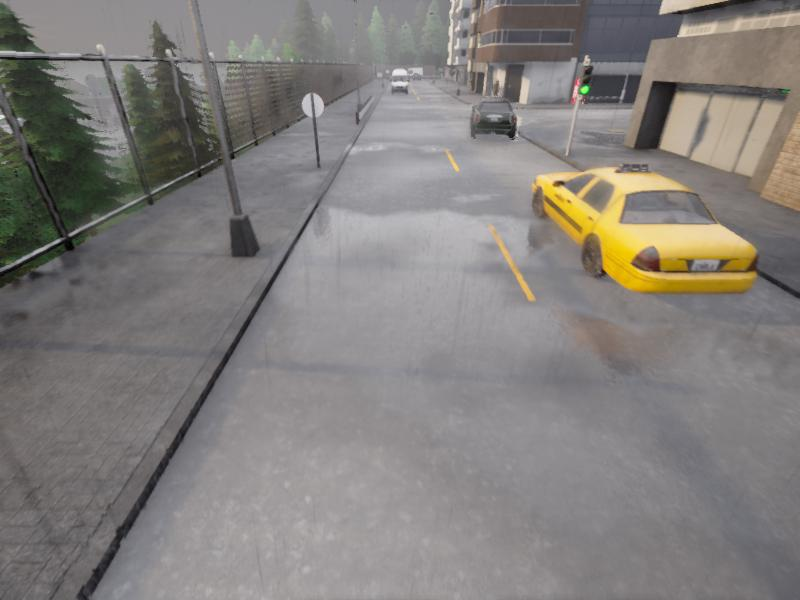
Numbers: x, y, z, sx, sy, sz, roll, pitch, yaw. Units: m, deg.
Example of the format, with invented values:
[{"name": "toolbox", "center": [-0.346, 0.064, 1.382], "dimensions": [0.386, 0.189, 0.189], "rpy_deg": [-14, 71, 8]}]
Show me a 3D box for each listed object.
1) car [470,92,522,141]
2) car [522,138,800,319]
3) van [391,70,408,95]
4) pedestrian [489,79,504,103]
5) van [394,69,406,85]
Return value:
[{"name": "car", "center": [4.705, -9.326, 20.144], "dimensions": [2.097, 1.767, 4.553], "rpy_deg": [5, 31, 8]}, {"name": "car", "center": [3.994, -1.763, 7.437], "dimensions": [1.801, 1.575, 5.366], "rpy_deg": [0, 30, 0]}, {"name": "van", "center": [-0.027, -27.102, 49.770], "dimensions": [1.988, 2.561, 5.915], "rpy_deg": [0, 30, 0]}, {"name": "pedestrian", "center": [8.623, -18.677, 35.782], "dimensions": [0.751, 1.860, 0.751], "rpy_deg": [-11, 32, -19]}, {"name": "van", "center": [-0.037, -41.099, 73.686], "dimensions": [1.988, 2.561, 5.915], "rpy_deg": [0, 30, 0]}]
